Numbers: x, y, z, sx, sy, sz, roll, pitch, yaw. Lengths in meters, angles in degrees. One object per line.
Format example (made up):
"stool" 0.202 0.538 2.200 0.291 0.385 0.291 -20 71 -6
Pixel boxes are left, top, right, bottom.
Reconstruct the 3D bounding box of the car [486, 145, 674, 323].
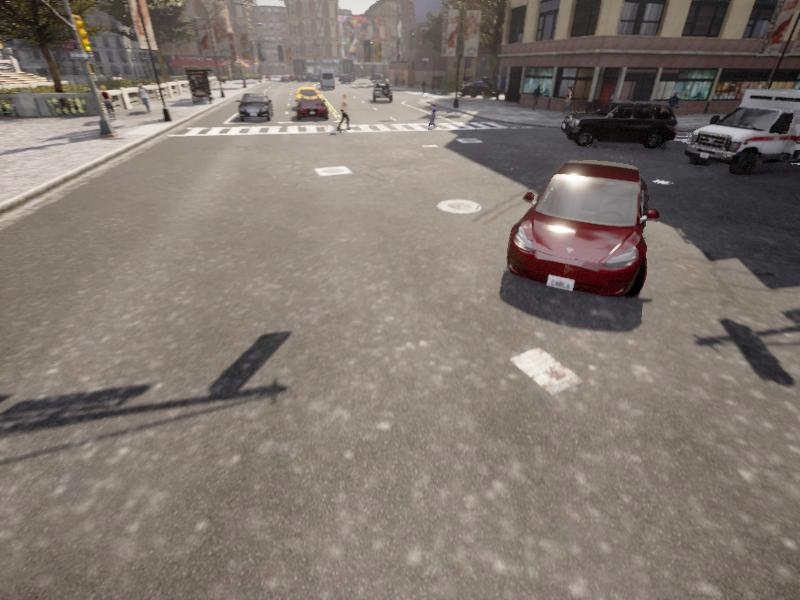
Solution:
"car" 3.493 -1.649 7.442 2.163 1.488 4.792 16 34 24

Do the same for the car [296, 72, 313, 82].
"car" -20.340 -47.567 85.275 1.932 1.855 4.605 5 31 7

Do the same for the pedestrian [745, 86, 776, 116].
"pedestrian" 25.628 -14.116 28.438 0.751 1.860 0.751 -8 31 -14

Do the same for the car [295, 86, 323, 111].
"car" -7.476 -16.450 32.545 1.882 1.535 5.008 -6 31 -12

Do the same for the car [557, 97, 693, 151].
"car" 9.807 -7.919 17.896 4.605 1.855 1.932 5 31 6

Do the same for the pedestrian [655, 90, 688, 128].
"pedestrian" 15.326 -10.814 22.610 0.751 1.860 0.751 -18 35 -28

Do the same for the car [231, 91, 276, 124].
"car" -9.302 -12.538 25.843 2.128 1.511 4.902 -6 31 -11

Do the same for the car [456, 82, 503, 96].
"car" 9.948 -26.645 50.439 5.357 1.411 2.033 -6 31 -11

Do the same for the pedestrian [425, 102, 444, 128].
"pedestrian" 1.936 -10.513 22.725 0.751 1.300 0.751 -9 32 -17

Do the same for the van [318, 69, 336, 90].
"van" -11.107 -33.465 60.626 1.988 2.561 5.915 -6 31 -11

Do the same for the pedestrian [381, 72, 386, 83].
"pedestrian" -3.391 -44.966 80.773 0.751 1.860 0.751 17 34 26

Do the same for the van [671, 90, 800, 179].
"van" 13.454 -5.918 13.982 6.366 2.431 2.351 -7 31 -13

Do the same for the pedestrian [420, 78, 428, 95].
"pedestrian" 2.928 -26.248 49.130 0.751 1.860 0.751 -7 31 -13

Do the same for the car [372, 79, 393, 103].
"car" -1.769 -20.837 39.815 1.932 1.855 4.605 -2 30 -4

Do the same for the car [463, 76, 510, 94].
"car" 11.528 -28.864 53.616 5.566 2.045 2.150 -6 31 -11

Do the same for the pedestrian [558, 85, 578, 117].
"pedestrian" 11.284 -13.332 26.854 0.751 1.860 0.751 6 31 9

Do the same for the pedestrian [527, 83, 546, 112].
"pedestrian" 10.208 -15.155 29.956 0.751 1.860 0.751 -7 31 -13

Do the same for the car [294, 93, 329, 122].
"car" -5.882 -12.821 26.525 1.994 1.385 4.181 -6 31 -11

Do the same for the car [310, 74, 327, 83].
"car" -17.029 -46.483 83.822 2.007 1.525 4.514 5 30 7

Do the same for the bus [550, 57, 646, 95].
"bus" 25.998 -29.617 52.967 10.273 4.253 3.944 -6 31 -11

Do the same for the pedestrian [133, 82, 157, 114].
"pedestrian" -16.736 -13.287 26.303 0.751 1.860 0.751 -10 32 -17

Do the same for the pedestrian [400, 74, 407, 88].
"pedestrian" 0.546 -34.238 62.469 0.751 1.860 0.751 -8 31 -15

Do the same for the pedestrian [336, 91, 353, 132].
"pedestrian" -2.905 -9.928 21.087 0.751 1.860 0.751 -3 30 -6

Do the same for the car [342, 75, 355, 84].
"car" -10.367 -44.206 80.086 1.816 1.474 4.193 2 30 3

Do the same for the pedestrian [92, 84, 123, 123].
"pedestrian" -16.317 -10.989 22.374 0.751 1.860 0.751 -9 32 -15

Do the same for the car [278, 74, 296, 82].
"car" -23.650 -46.720 84.184 2.002 1.452 4.674 4 30 6
